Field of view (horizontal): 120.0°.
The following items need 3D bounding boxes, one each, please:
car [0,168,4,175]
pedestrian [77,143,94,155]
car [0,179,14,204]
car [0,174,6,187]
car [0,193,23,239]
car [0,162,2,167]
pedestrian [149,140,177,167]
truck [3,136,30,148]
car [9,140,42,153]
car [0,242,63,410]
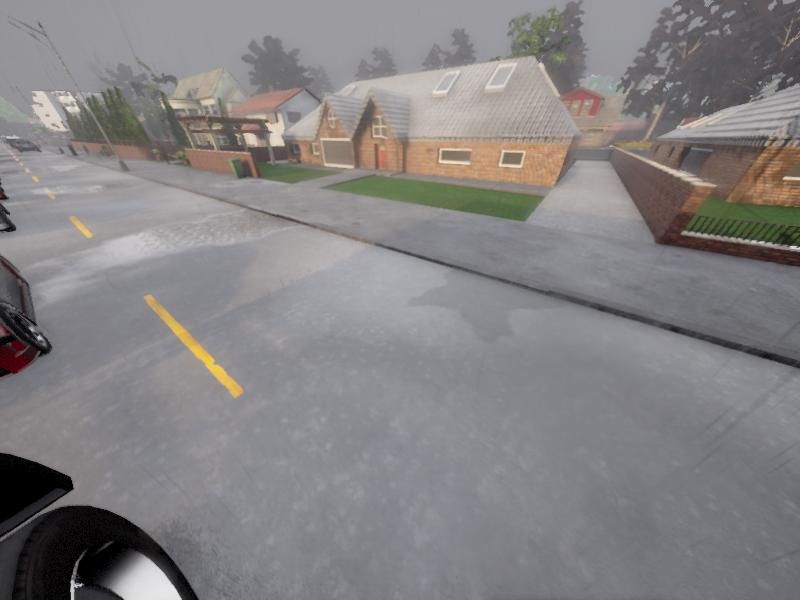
[{"bbox_3d":[-29.801,-9.590,15.978,3.633,1.501,1.845,22,41,28],"label":"car"},{"bbox_3d":[-41.890,-20.090,30.774,0.751,1.300,0.751,29,44,34],"label":"pedestrian"},{"bbox_3d":[-18.376,-4.945,9.475,4.514,1.525,2.007,22,41,28],"label":"car"},{"bbox_3d":[-23.501,-7.006,12.408,4.193,1.474,1.816,22,41,28],"label":"car"},{"bbox_3d":[-12.806,-2.680,6.302,4.514,1.525,2.007,22,41,28],"label":"car"},{"bbox_3d":[-37.381,-12.674,20.296,5.008,1.535,1.882,22,41,28],"label":"car"},{"bbox_3d":[-19.621,-12.136,19.161,0.751,1.860,0.751,23,41,28],"label":"pedestrian"},{"bbox_3d":[-86.962,-35.871,52.368,6.274,2.098,2.390,22,41,28],"label":"truck"},{"bbox_3d":[-62.615,-25.781,38.633,4.611,1.667,2.242,22,41,28],"label":"car"},{"bbox_3d":[-6.081,0.127,2.523,4.181,1.385,1.994,22,40,28],"label":"car"}]
